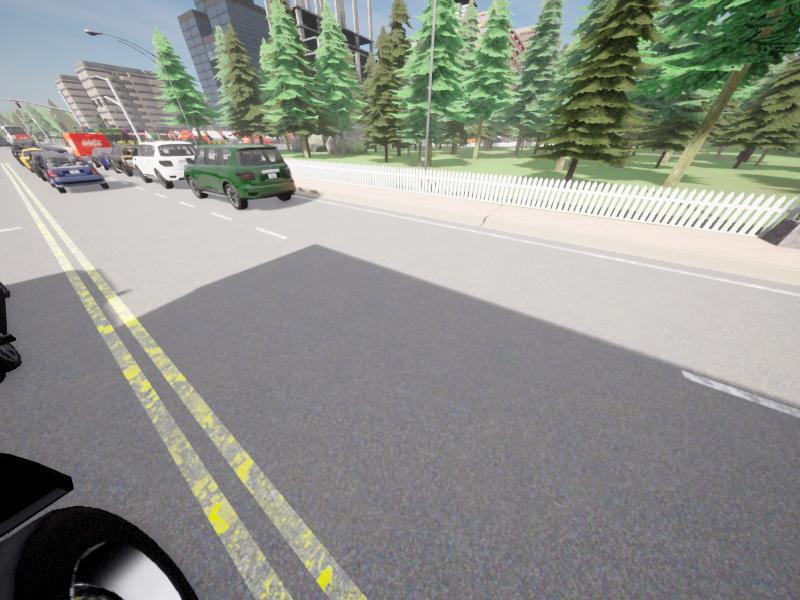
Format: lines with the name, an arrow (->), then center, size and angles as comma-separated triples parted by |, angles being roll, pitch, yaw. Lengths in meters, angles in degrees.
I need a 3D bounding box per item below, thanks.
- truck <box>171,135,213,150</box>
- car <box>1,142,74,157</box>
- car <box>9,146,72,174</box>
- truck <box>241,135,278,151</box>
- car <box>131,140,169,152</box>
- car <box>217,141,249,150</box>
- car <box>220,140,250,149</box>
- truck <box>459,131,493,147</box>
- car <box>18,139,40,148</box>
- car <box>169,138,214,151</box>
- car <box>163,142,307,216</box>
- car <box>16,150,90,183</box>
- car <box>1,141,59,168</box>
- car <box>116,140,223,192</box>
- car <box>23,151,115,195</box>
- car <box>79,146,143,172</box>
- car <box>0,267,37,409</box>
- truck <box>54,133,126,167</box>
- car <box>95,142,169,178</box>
truck -> -41.388, -31.471, 46.171 | 2.627, 2.467, 5.204 | 20, 40, 26
car -> -48.775, -20.416, 31.277 | 4.792, 1.488, 2.163 | -11, 37, -16
car -> -27.659, -10.849, 17.753 | 5.366, 1.575, 1.801 | 22, 40, 27
truck -> -28.384, -31.903, 46.862 | 2.627, 2.467, 5.204 | 21, 40, 26
car -> -45.140, -27.875, 41.779 | 1.851, 1.617, 3.988 | 22, 41, 28
car -> -35.253, -32.820, 48.934 | 2.038, 1.542, 4.974 | 21, 40, 26
car -> -36.983, -35.044, 51.979 | 2.033, 1.649, 4.856 | 21, 40, 26
truck -> 22.738, -48.552, 69.579 | 8.468, 3.827, 2.891 | 1, 35, 1
car -> -87.225, -36.956, 54.347 | 5.238, 1.638, 1.930 | 22, 40, 27
car -> -39.301, -29.442, 43.662 | 2.150, 2.045, 5.566 | 21, 40, 26
car -> -6.730, -5.180, 9.445 | 5.566, 2.045, 2.150 | 21, 40, 27
car -> -21.894, -8.517, 14.574 | 4.193, 1.474, 1.816 | 22, 40, 27
car -> -33.474, -13.280, 20.904 | 4.605, 1.855, 1.932 | 22, 40, 27
car -> -12.763, -7.570, 12.797 | 5.566, 2.045, 2.150 | 22, 40, 27
car -> -16.675, -6.481, 11.651 | 3.705, 1.549, 1.789 | 22, 40, 27
car -> -24.142, -11.854, 19.290 | 4.792, 1.488, 2.163 | 22, 40, 27
car -> -6.037, 0.219, 2.300 | 3.806, 1.475, 1.970 | 22, 41, 28
truck -> -29.405, -14.348, 21.936 | 5.204, 2.467, 2.627 | 22, 40, 27
car -> -18.749, -9.877, 16.176 | 4.605, 1.855, 1.932 | 22, 40, 27
